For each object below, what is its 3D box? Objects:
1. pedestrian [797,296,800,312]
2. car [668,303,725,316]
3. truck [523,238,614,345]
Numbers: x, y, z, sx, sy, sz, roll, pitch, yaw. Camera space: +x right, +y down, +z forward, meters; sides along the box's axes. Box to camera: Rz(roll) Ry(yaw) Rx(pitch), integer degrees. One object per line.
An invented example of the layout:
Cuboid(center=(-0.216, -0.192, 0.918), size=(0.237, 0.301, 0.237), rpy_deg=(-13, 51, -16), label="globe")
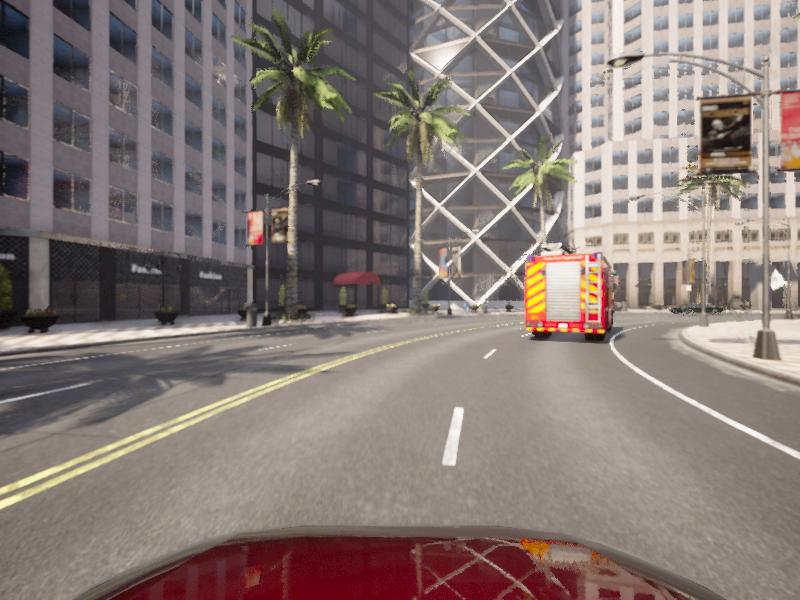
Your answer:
Cuboid(center=(49.088, 0.503, 48.780), size=(0.751, 1.860, 0.751), rpy_deg=(0, 0, 25), label="pedestrian")
Cuboid(center=(30.533, 0.959, 41.258), size=(4.718, 1.301, 1.895), rpy_deg=(0, 0, -6), label="car")
Cuboid(center=(8.219, -0.314, 18.702), size=(2.891, 3.827, 8.468), rpy_deg=(0, 0, 30), label="truck")
